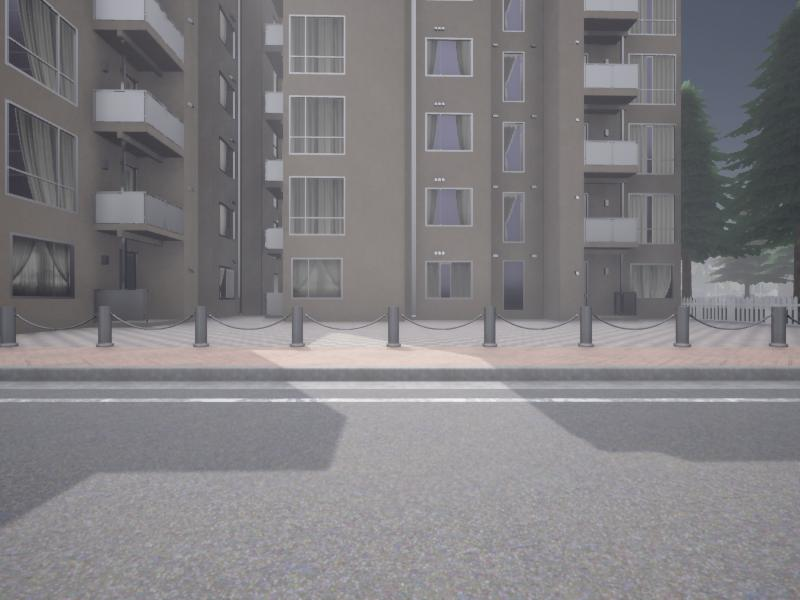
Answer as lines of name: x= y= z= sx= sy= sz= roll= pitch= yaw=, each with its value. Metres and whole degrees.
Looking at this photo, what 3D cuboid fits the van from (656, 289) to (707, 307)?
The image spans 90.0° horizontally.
van: x=40.253 y=-0.277 z=57.331 sx=5.915 sy=2.561 sz=1.988 roll=0 pitch=0 yaw=-1
